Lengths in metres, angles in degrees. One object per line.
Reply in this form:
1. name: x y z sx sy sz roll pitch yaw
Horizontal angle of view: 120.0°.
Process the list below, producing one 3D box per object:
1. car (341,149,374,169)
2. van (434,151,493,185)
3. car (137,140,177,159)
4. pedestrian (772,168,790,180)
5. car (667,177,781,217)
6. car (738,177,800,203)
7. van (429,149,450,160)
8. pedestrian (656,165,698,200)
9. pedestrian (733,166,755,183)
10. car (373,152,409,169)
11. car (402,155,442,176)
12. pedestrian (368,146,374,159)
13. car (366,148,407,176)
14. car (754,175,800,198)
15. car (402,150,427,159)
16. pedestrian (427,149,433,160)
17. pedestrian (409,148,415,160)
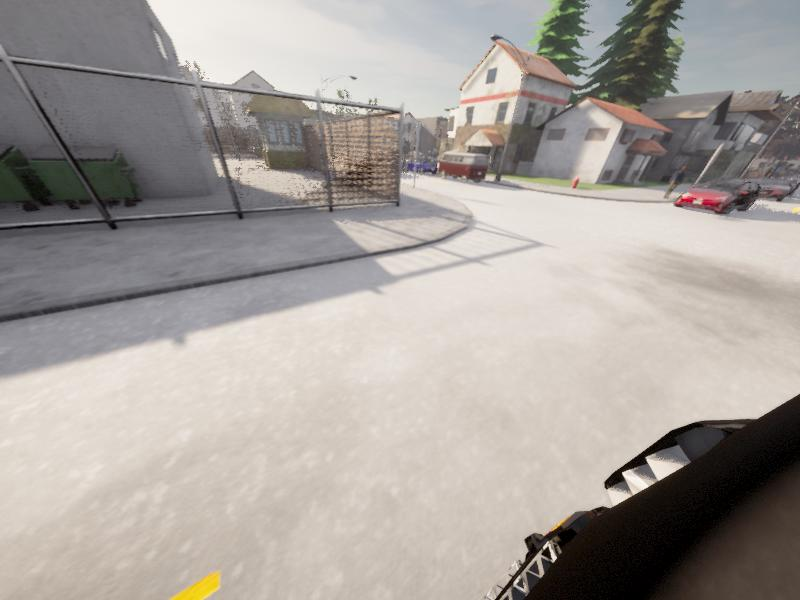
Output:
1. car: -4.842 -16.004 26.125 2.033 1.649 4.856 -15 38 -25
2. van: 4.935 -10.814 18.793 1.775 1.987 4.442 -16 38 -27
3. car: -25.157 -15.759 24.090 1.816 1.474 4.193 -16 38 -26
4. pedestrian: 69.219 -22.881 41.952 0.751 1.860 0.751 -15 38 -25
5. car: 17.312 -5.635 12.424 4.514 1.525 2.007 -11 36 -20
6. car: 29.079 -8.724 18.153 4.181 1.385 1.994 -17 38 -27
7. van: 9.509 -35.002 55.492 4.442 1.987 1.775 -16 38 -26
8. pedestrian: 17.259 -7.350 14.464 0.751 1.860 0.751 20 37 24
9. pedestrian: 46.300 -16.863 31.084 0.751 1.860 0.751 -17 38 -27
10. car: -1.185 -16.689 27.580 2.163 1.488 4.792 -16 38 -26
11. car: 2.067 -13.423 22.942 1.816 1.474 4.193 -16 38 -26
12. pedestrian: -4.909 -25.180 39.445 0.751 1.860 0.751 12 35 13
13. car: -1.376 -12.751 21.291 1.932 1.855 4.605 -15 37 -24
14. car: 34.204 -10.240 20.696 3.633 1.501 1.845 -16 38 -26
15. car: 3.273 -33.118 52.527 5.366 1.575 1.801 -17 38 -27
16. pedestrian: 5.886 -28.402 45.154 0.751 1.860 0.751 -12 36 -21
17. pedestrian: 2.203 -27.961 44.195 0.751 1.860 0.751 -13 37 -22
